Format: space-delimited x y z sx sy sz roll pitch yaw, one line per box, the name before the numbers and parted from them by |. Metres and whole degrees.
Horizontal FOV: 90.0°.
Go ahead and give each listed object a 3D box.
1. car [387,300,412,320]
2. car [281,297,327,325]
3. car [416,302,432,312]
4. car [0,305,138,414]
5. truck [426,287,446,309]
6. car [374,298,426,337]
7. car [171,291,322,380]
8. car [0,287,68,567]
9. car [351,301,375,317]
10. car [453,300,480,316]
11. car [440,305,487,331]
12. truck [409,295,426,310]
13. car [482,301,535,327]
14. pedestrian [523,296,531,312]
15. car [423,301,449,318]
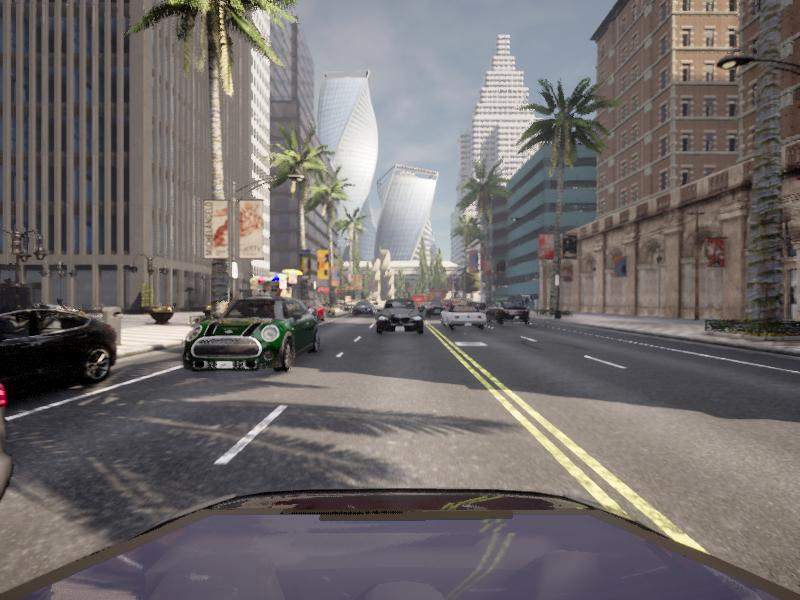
car | -0.088 0.789 34.907 2.033 1.649 4.856 0 0 -1
car | -6.615 0.707 28.157 2.185 1.767 4.553 0 0 -1
car | 3.200 0.962 54.719 1.895 1.301 4.718 0 0 -1
car | -6.689 0.855 6.195 2.163 1.488 4.792 0 0 -1
truck | 6.499 -0.299 74.108 2.891 3.827 8.468 0 0 -1
car | -0.001 0.763 19.785 2.242 1.667 4.611 0 0 0
car | -3.497 0.698 10.212 2.097 1.767 4.553 0 0 0
car | -3.503 0.757 0.568 2.242 1.667 4.611 0 0 0
car | -3.648 0.838 40.479 2.038 1.542 4.974 0 0 -1
car | 6.841 0.815 41.602 1.801 1.575 5.366 0 0 -1
car | 3.510 0.951 22.976 1.895 1.301 4.718 0 0 -1
truck | 3.037 0.380 70.246 2.627 2.467 5.204 0 0 -1
car | 6.986 0.846 26.387 2.128 1.511 4.902 0 0 0
pedestrian | 15.123 0.501 47.659 0.751 1.860 0.751 0 0 -2
car | 3.374 0.838 38.418 2.038 1.542 4.974 0 0 -1
